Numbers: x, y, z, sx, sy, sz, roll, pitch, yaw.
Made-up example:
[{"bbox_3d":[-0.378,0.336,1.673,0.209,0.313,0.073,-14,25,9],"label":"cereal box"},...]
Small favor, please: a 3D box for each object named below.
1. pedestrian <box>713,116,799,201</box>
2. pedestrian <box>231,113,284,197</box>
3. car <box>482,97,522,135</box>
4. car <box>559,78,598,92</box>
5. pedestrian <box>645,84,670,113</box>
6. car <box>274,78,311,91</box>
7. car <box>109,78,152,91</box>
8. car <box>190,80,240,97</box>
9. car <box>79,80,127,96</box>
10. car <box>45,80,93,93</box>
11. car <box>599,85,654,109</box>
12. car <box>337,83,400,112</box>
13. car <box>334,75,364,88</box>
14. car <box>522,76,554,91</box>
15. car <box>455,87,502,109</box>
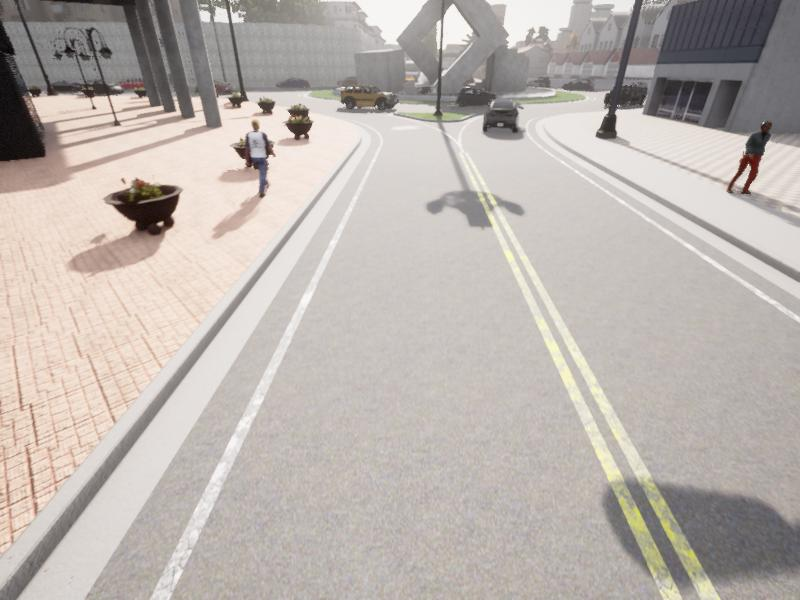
[{"bbox_3d":[8.770,-3.518,9.953,0.751,1.860,0.751,5,31,8],"label":"pedestrian"},{"bbox_3d":[-3.511,-3.593,9.975,0.751,1.860,0.751,1,30,2],"label":"pedestrian"},{"bbox_3d":[5.748,-10.442,22.510,1.837,1.490,4.892,7,31,11],"label":"car"},{"bbox_3d":[26.990,-32.538,60.547,2.242,1.667,4.611,-26,39,-37],"label":"car"},{"bbox_3d":[18.821,-14.722,29.275,0.751,1.860,0.751,-12,33,-20],"label":"pedestrian"},{"bbox_3d":[-16.647,-33.589,62.179,5.027,1.651,2.152,-14,33,-22],"label":"car"},{"bbox_3d":[-37.979,-30.441,56.486,4.514,1.525,2.007,2,30,3],"label":"car"},{"bbox_3d":[-22.361,-25.657,48.522,5.027,1.651,2.152,8,31,13],"label":"car"},{"bbox_3d":[-34.887,-25.013,47.126,3.988,1.617,1.851,4,30,6],"label":"car"},{"bbox_3d":[-41.801,-27.003,50.619,4.181,1.385,1.994,2,30,3],"label":"car"},{"bbox_3d":[20.451,-18.344,36.041,5.238,1.638,1.930,-21,37,-32],"label":"car"},{"bbox_3d":[-2.488,-16.368,32.223,4.605,1.855,1.932,12,32,19],"label":"car"},{"bbox_3d":[-8.480,-36.666,67.079,4.553,1.767,2.097,-23,37,-34],"label":"car"},{"bbox_3d":[21.186,-33.361,61.578,1.905,1.878,3.866,-24,38,-36],"label":"car"},{"bbox_3d":[6.642,-17.271,34.195,3.633,1.501,1.845,0,30,0],"label":"car"}]
